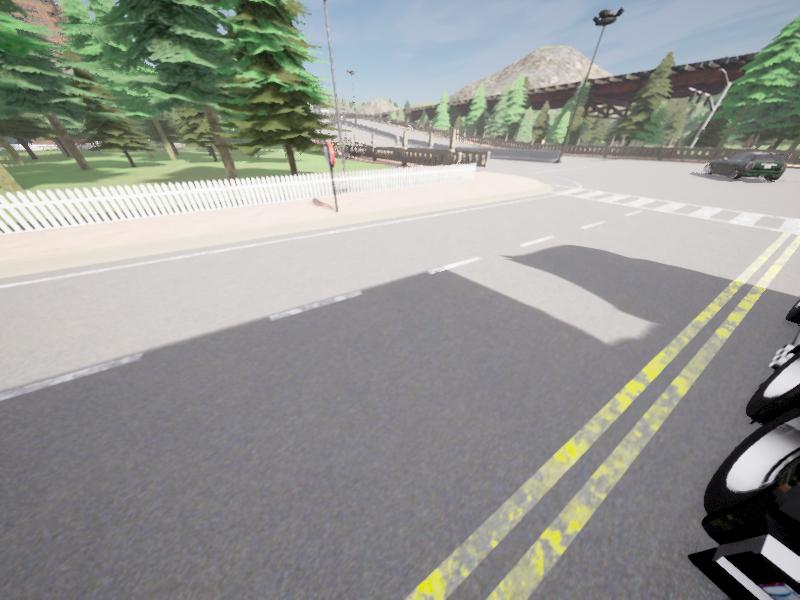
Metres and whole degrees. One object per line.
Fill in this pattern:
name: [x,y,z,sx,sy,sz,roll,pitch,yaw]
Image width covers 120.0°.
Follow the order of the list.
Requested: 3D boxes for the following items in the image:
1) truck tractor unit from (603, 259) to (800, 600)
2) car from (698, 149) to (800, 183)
truck tractor unit: [5.101,-0.309,0.800,6.516,4.208,3.053,-19,39,-25]
car: [25.058,-9.863,16.826,2.097,1.767,4.553,14,37,19]
